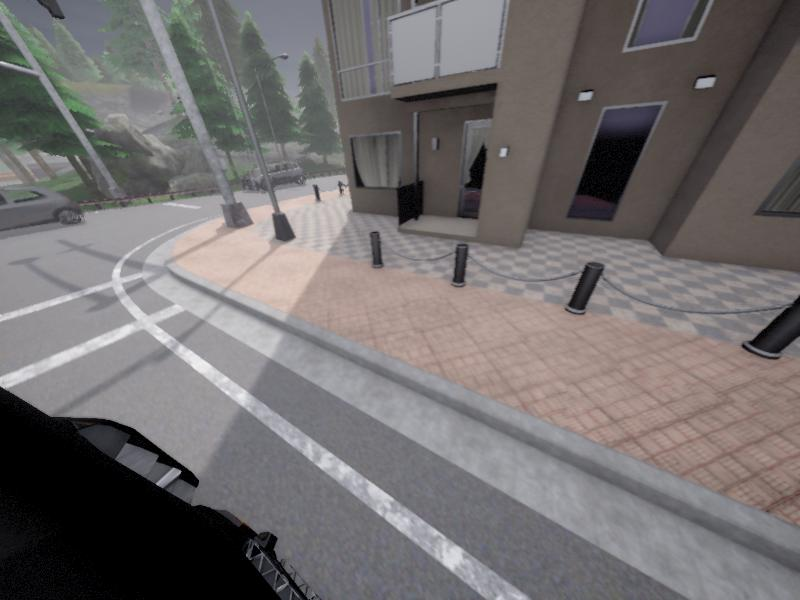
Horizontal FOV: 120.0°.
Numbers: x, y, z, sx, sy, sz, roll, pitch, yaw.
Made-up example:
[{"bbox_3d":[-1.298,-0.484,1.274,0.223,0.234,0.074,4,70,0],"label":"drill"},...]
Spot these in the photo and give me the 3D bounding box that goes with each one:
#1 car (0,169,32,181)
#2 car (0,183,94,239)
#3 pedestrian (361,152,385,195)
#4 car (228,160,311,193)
[{"bbox_3d":[-76.533,-24.139,44.743,1.801,1.575,5.366,15,38,25],"label":"car"},{"bbox_3d":[-15.077,-3.331,8.733,1.845,1.501,3.633,15,37,25],"label":"car"},{"bbox_3d":[-1.331,-6.448,11.790,0.751,1.860,0.751,15,37,24],"label":"pedestrian"},{"bbox_3d":[-9.409,-9.270,17.175,2.242,1.667,4.611,15,37,25],"label":"car"}]
